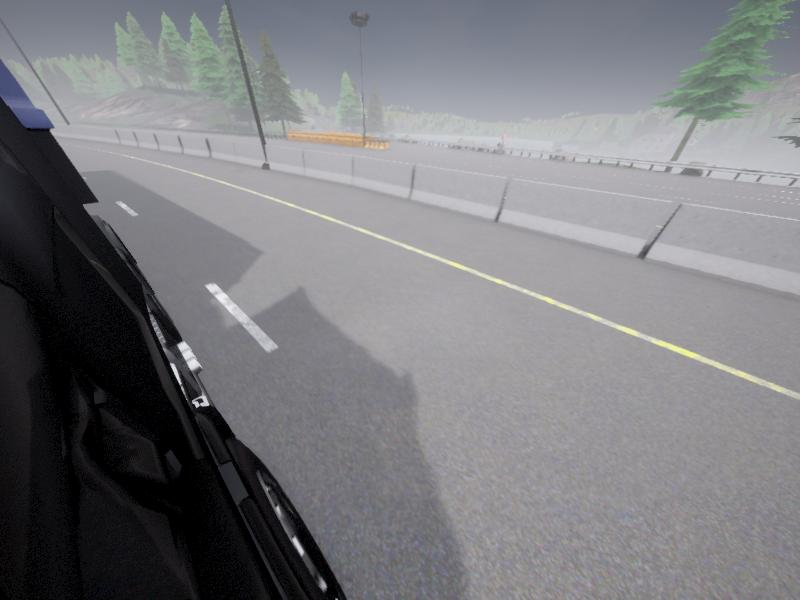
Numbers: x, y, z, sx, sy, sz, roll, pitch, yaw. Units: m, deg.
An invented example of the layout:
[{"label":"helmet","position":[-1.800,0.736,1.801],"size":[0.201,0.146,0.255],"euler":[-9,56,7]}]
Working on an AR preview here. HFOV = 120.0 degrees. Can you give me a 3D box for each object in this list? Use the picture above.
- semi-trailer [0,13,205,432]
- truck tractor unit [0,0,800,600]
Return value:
[{"label":"semi-trailer","position":[-8.915,-3.432,4.026],"size":[14.254,4.402,2.717],"euler":[25,42,27]},{"label":"truck tractor unit","position":[-2.645,-0.295,0.351],"size":[6.516,4.208,3.053],"euler":[28,44,30]}]
